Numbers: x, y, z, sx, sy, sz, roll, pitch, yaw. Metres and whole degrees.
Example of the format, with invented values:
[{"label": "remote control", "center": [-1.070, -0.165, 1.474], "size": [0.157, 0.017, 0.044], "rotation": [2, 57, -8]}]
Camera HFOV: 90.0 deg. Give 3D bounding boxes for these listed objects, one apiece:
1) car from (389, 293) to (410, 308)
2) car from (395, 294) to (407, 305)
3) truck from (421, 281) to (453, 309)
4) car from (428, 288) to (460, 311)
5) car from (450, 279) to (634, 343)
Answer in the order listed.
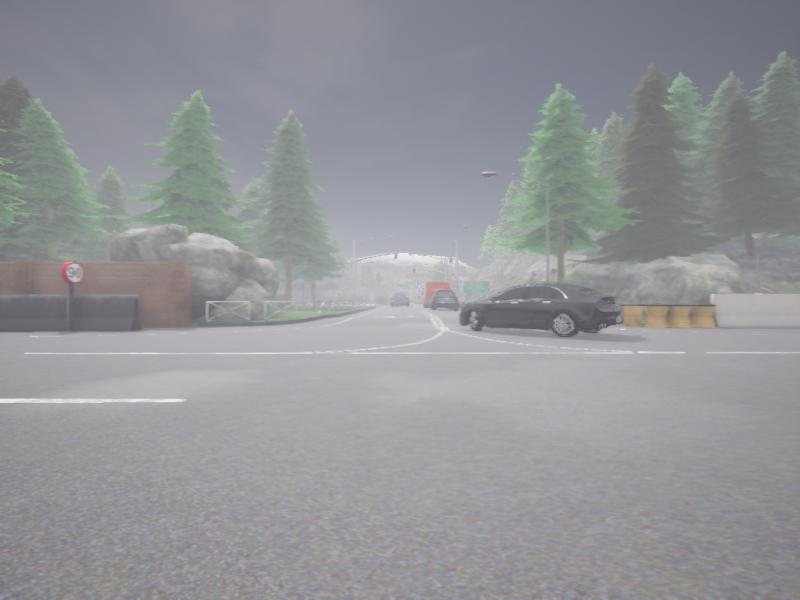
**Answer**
[{"label": "car", "center": [-0.019, 0.028, 42.719], "size": [2.038, 1.542, 4.974], "rotation": [0, 0, 1]}, {"label": "car", "center": [0.226, -0.149, 67.924], "size": [1.932, 1.855, 4.605], "rotation": [0, 1, 1]}, {"label": "truck", "center": [3.429, -0.444, 38.203], "size": [2.627, 2.467, 5.204], "rotation": [0, 0, 1]}, {"label": "car", "center": [3.355, -0.023, 31.194], "size": [2.033, 1.649, 4.856], "rotation": [0, 0, 1]}, {"label": "car", "center": [4.001, 0.240, 12.056], "size": [1.837, 1.490, 4.892], "rotation": [-4, 3, -42]}]
